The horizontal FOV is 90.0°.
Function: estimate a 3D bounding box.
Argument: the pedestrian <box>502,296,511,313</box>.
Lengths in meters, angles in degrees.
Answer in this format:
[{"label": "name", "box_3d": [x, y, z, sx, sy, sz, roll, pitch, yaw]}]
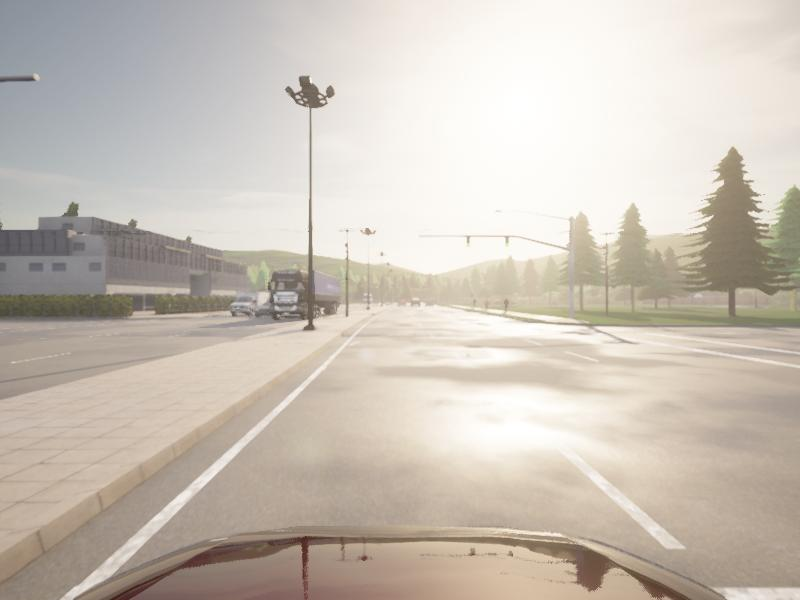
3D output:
[{"label": "pedestrian", "box_3d": [12.101, 0.501, 45.469, 0.751, 1.860, 0.751, 0, 0, 3]}]

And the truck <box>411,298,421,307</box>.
[{"label": "truck", "box_3d": [4.009, 0.581, 102.180, 2.390, 2.098, 6.274, 0, 0, 1]}]

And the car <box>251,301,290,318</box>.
[{"label": "car", "box_3d": [-11.981, 0.845, 37.449, 2.038, 1.542, 4.974, 0, 0, 0]}]

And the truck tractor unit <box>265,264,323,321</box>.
[{"label": "truck tractor unit", "box_3d": [-8.489, -0.507, 32.930, 3.053, 4.208, 6.516, 0, 0, 0]}]

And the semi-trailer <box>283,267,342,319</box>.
[{"label": "semi-trailer", "box_3d": [-8.416, -0.600, 40.842, 2.717, 4.402, 14.254, 0, 0, 1]}]

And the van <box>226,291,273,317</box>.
[{"label": "van", "box_3d": [-15.425, 0.395, 41.482, 2.351, 2.431, 6.366, 0, 0, 1]}]
